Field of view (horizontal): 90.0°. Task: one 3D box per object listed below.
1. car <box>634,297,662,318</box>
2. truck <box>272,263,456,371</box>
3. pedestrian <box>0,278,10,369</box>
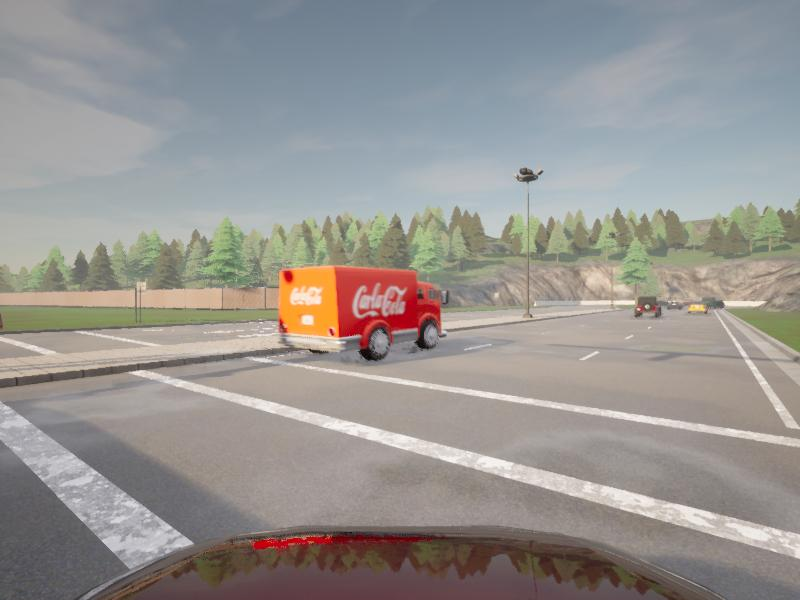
[{"bbox_3d":[23.308,0.646,37.536,1.905,1.878,3.866,0,0,37],"label":"car"},{"bbox_3d":[-0.781,0.365,11.950,2.627,2.467,5.204,0,1,38],"label":"truck"},{"bbox_3d":[-8.675,0.485,8.338,0.751,1.860,0.751,0,0,43],"label":"pedestrian"}]
